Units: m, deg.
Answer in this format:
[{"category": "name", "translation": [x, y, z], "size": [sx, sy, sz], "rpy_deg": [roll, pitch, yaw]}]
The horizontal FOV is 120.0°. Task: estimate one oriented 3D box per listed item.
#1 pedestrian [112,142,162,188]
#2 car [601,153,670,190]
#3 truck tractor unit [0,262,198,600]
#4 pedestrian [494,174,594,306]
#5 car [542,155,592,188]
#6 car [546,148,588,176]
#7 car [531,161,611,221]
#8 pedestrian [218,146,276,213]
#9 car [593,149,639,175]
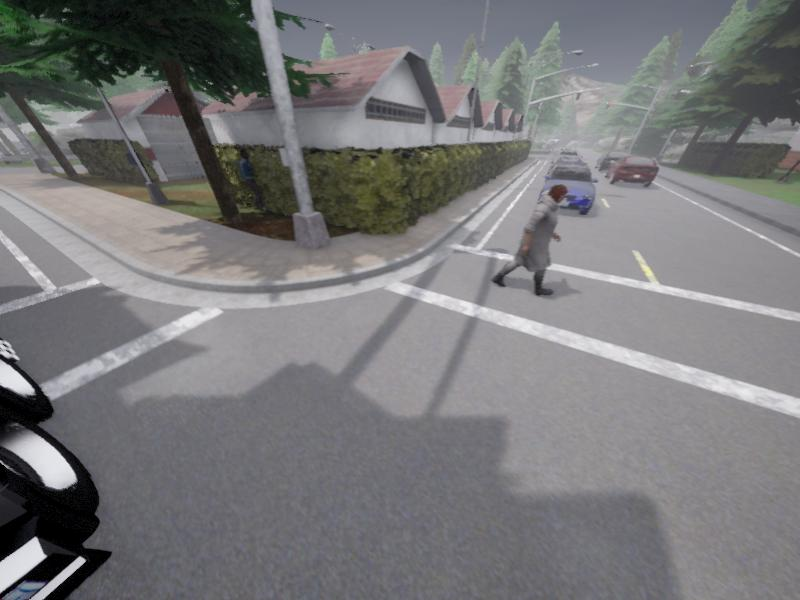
[{"category": "pedestrian", "translation": [-12.792, -6.575, 11.296], "size": [0.751, 1.860, 0.751], "rpy_deg": [19, 39, 25]}, {"category": "car", "translation": [14.629, -8.334, 14.711], "size": [1.882, 1.535, 5.008], "rpy_deg": [19, 39, 24]}, {"category": "truck tractor unit", "translation": [-5.058, -0.372, 0.695], "size": [6.516, 4.208, 3.053], "rpy_deg": [21, 40, 22]}, {"category": "pedestrian", "translation": [2.231, -0.950, 3.795], "size": [0.751, 1.860, 0.751], "rpy_deg": [18, 39, 23]}, {"category": "car", "translation": [10.734, -8.437, 14.958], "size": [1.994, 1.385, 4.181], "rpy_deg": [19, 39, 25]}, {"category": "car", "translation": [13.899, -11.689, 19.377], "size": [2.152, 1.651, 5.027], "rpy_deg": [19, 39, 24]}, {"category": "car", "translation": [6.865, -4.685, 9.512], "size": [1.816, 1.474, 4.193], "rpy_deg": [19, 39, 24]}, {"category": "pedestrian", "translation": [-4.911, -3.923, 7.575], "size": [0.751, 1.860, 0.751], "rpy_deg": [8, 36, 11]}, {"category": "car", "translation": [18.354, -11.992, 19.931], "size": [1.882, 1.535, 5.008], "rpy_deg": [19, 39, 24]}]
